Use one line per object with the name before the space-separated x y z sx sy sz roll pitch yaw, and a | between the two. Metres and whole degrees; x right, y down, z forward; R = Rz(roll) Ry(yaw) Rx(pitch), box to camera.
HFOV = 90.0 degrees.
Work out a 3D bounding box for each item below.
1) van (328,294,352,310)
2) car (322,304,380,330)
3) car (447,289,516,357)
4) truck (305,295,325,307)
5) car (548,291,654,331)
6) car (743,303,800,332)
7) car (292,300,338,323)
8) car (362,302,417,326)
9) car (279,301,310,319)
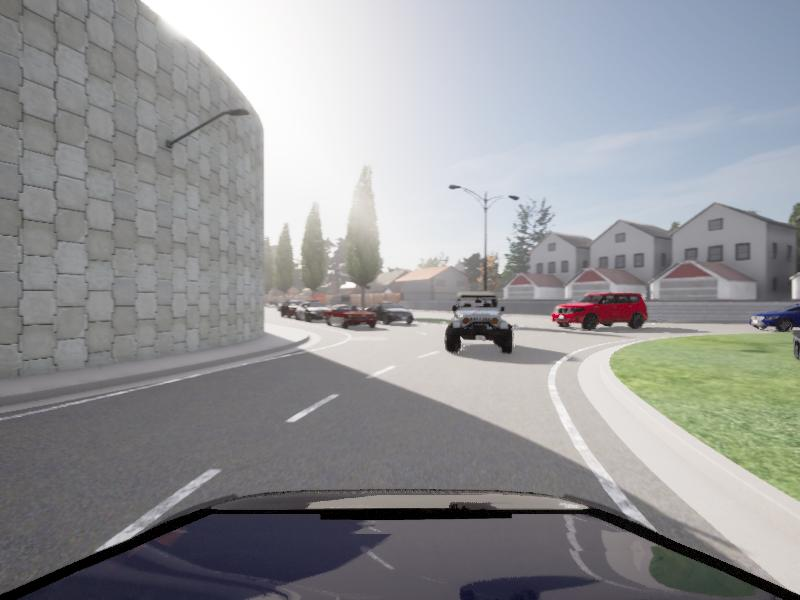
van | -10.275 0.302 67.877 1.988 2.561 5.915 0 0 -29
car | -2.986 0.938 23.514 1.895 1.301 4.718 0 0 -27
car | 2.576 0.652 13.204 1.905 1.878 3.866 0 0 9
truck | -17.040 0.207 80.120 2.627 2.467 5.204 0 0 -29
car | 11.391 0.591 22.689 5.566 2.045 2.150 0 0 -20
car | 20.899 0.898 20.567 4.674 1.442 1.812 1 -1 9
car | -6.406 0.814 29.769 2.038 1.542 4.974 0 0 -29
car | -0.820 0.868 26.669 1.812 1.442 4.674 0 0 -27
car | -9.328 0.809 35.124 1.845 1.501 3.633 0 0 -29
